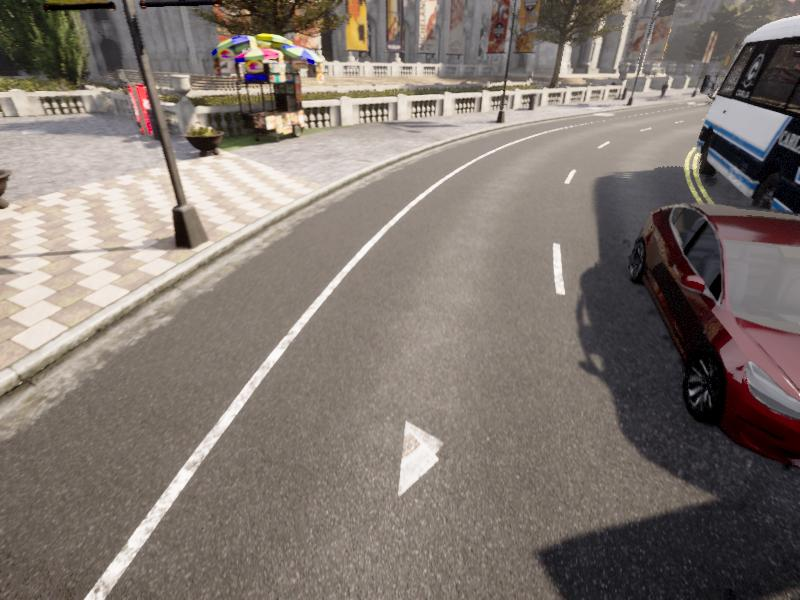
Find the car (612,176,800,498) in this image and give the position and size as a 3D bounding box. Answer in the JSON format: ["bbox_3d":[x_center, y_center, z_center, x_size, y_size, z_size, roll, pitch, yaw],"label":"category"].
[{"bbox_3d":[4.320,-0.114,4.831,2.163,1.488,4.792,9,31,14],"label":"car"}]

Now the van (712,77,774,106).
[{"bbox_3d":[35.095,-21.416,40.926,6.366,2.431,2.351,-19,36,-30],"label":"van"}]

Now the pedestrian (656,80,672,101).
[{"bbox_3d":[27.352,-21.707,41.464,0.751,1.860,0.751,-22,37,-34],"label":"pedestrian"}]

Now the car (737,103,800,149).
[{"bbox_3d":[18.448,-8.640,19.647,2.007,1.525,4.514,26,39,36],"label":"car"}]

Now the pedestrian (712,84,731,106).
[{"bbox_3d":[30.972,-19.797,38.585,0.751,1.860,0.751,-24,39,-36],"label":"pedestrian"}]

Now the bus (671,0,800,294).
[{"bbox_3d":[9.824,-4.069,8.978,3.944,4.253,10.273,13,33,19],"label":"bus"}]
